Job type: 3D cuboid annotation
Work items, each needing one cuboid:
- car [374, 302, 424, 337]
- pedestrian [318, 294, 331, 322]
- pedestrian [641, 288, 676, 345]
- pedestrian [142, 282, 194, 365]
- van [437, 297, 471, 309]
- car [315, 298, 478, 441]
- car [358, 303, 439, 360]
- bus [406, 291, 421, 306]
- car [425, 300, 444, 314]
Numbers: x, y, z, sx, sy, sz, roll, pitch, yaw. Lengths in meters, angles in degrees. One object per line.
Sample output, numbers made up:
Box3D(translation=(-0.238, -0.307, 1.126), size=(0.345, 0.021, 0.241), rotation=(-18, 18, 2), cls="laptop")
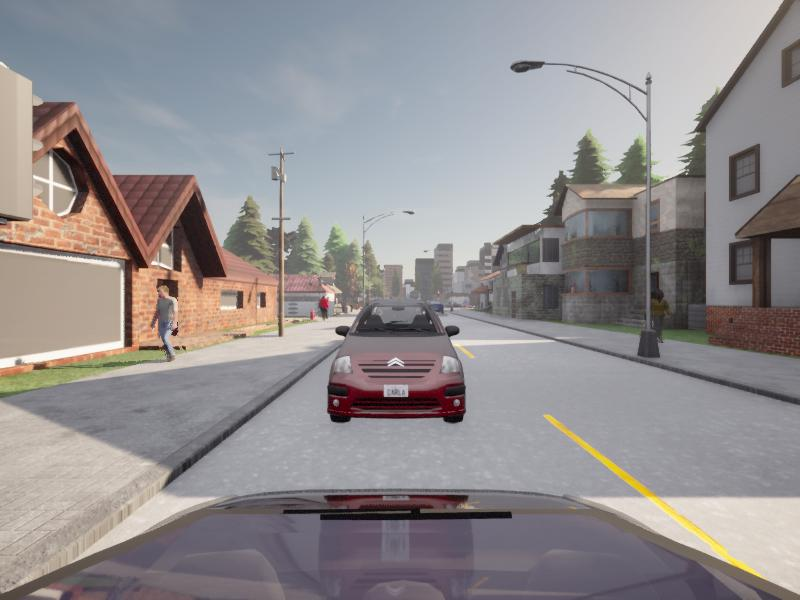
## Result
Box3D(translation=(-0.032, 0.851, 19.557), size=(2.163, 1.488, 4.792), rotation=(0, 0, 0), cls="car")
Box3D(translation=(-5.152, 0.533, 27.303), size=(0.751, 1.860, 0.751), rotation=(0, 0, 0), cls="pedestrian")
Box3D(translation=(8.678, 0.533, 13.463), size=(0.751, 1.860, 0.751), rotation=(0, 0, 8), cls="pedestrian")
Box3D(translation=(-5.494, 0.533, 9.489), size=(0.751, 1.860, 0.751), rotation=(0, 0, 15), cls="pedestrian")
Box3D(translation=(10.794, 0.593, 80.224), size=(6.366, 2.431, 2.351), rotation=(0, 0, 0), cls="van")
Box3D(translation=(-0.037, 0.788, 6.528), size=(1.851, 1.617, 3.988), rotation=(0, 0, 0), cls="car")
Box3D(translation=(-0.034, 0.851, 13.091), size=(2.163, 1.488, 4.792), rotation=(0, 0, 0), cls="car")
Box3D(translation=(3.892, -0.319, 116.615), size=(3.944, 4.253, 10.273), rotation=(0, 0, 0), cls="bus")
Box3D(translation=(3.980, 0.823, 46.910), size=(1.882, 1.535, 5.008), rotation=(0, 0, 0), cls="car")
